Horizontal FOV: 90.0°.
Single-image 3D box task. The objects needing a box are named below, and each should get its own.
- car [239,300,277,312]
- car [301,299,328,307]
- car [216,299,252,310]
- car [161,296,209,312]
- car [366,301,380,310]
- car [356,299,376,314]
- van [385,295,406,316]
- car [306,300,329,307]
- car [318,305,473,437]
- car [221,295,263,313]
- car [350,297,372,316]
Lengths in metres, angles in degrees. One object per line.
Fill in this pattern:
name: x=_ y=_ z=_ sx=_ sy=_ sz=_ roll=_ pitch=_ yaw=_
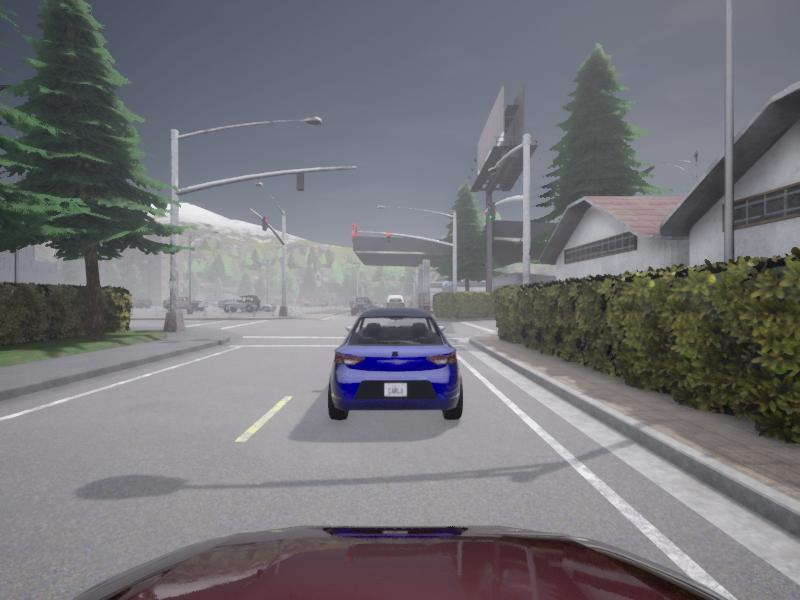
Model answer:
car: x=-16.706 y=0.704 z=47.253 sx=3.806 sy=1.475 sz=1.970 roll=0 pitch=0 yaw=-1
car: x=-17.339 y=0.674 z=81.505 sx=5.027 sy=1.636 sz=2.152 roll=0 pitch=0 yaw=-1
car: x=-24.683 y=0.641 z=59.538 sx=4.514 sy=1.523 sz=2.007 roll=0 pitch=0 yaw=-1
car: x=-25.183 y=0.441 z=47.071 sx=4.605 sy=1.855 sz=1.932 roll=0 pitch=0 yaw=-1
car: x=-4.192 y=0.853 z=62.965 sx=1.970 sy=1.475 sz=3.806 roll=0 pitch=0 yaw=-1
car: x=-4.027 y=0.774 z=47.795 sx=2.033 sy=1.649 sz=4.856 roll=0 pitch=1 yaw=-1
van: x=-0.462 y=0.570 z=41.936 sx=2.069 sy=2.038 sz=4.480 roll=0 pitch=0 yaw=-1
car: x=-17.444 y=0.683 z=84.640 sx=4.514 sy=1.523 sz=2.007 roll=0 pitch=0 yaw=-1
car: x=-0.077 y=0.854 z=6.770 sx=1.816 sy=1.474 sz=4.193 roll=0 pitch=0 yaw=-1
car: x=-17.261 y=0.420 z=43.919 sx=3.866 sy=1.878 sz=1.905 roll=0 pitch=0 yaw=-1
car: x=-3.957 y=0.646 z=41.350 sx=1.905 sy=1.878 sz=3.866 roll=0 pitch=0 yaw=-1
